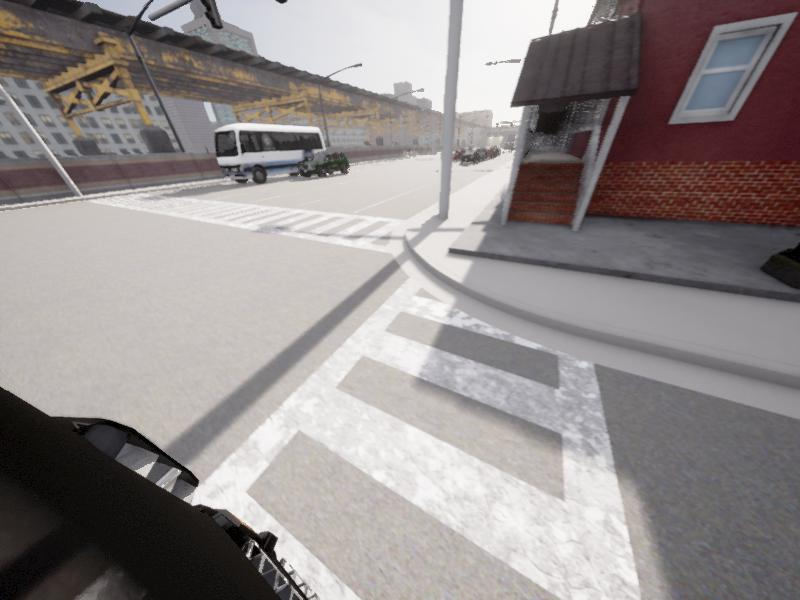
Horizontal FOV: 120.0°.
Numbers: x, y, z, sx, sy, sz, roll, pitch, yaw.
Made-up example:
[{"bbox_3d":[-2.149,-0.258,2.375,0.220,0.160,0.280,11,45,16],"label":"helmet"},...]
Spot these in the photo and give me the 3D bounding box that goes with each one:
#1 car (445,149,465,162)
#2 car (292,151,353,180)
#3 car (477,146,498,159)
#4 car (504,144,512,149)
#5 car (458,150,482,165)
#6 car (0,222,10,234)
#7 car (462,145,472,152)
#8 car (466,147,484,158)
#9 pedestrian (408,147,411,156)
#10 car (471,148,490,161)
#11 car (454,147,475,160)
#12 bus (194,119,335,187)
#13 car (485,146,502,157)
[{"bbox_3d":[8.308,-21.788,34.851,1.845,1.501,3.633,14,37,24],"label":"car"},{"bbox_3d":[-7.267,-13.270,22.633,2.150,2.045,5.566,14,37,24],"label":"car"},{"bbox_3d":[14.765,-24.772,38.768,2.242,1.667,4.611,14,37,24],"label":"car"},{"bbox_3d":[39.486,-56.104,84.529,2.033,1.411,5.357,14,37,24],"label":"car"},{"bbox_3d":[9.162,-18.482,29.880,1.812,1.442,4.674,14,37,24],"label":"car"},{"bbox_3d":[-16.816,-2.531,7.548,1.789,1.549,3.705,14,37,24],"label":"car"},{"bbox_3d":[22.028,-49.600,75.736,2.033,1.649,4.856,14,37,24],"label":"car"},{"bbox_3d":[14.662,-28.787,44.978,2.128,1.511,4.902,14,37,24],"label":"car"},{"bbox_3d":[2.356,-36.839,57.366,0.751,1.860,0.751,3,34,8],"label":"pedestrian"},{"bbox_3d":[12.052,-21.706,34.462,1.845,1.501,3.633,14,37,24],"label":"car"},{"bbox_3d":[11.018,-24.840,39.136,2.242,1.667,4.611,14,37,24],"label":"car"},{"bbox_3d":[-11.428,-13.715,21.601,3.944,4.253,10.273,14,37,24],"label":"bus"},{"bbox_3d":[17.760,-28.125,43.745,2.007,1.525,4.514,15,37,25],"label":"car"}]
